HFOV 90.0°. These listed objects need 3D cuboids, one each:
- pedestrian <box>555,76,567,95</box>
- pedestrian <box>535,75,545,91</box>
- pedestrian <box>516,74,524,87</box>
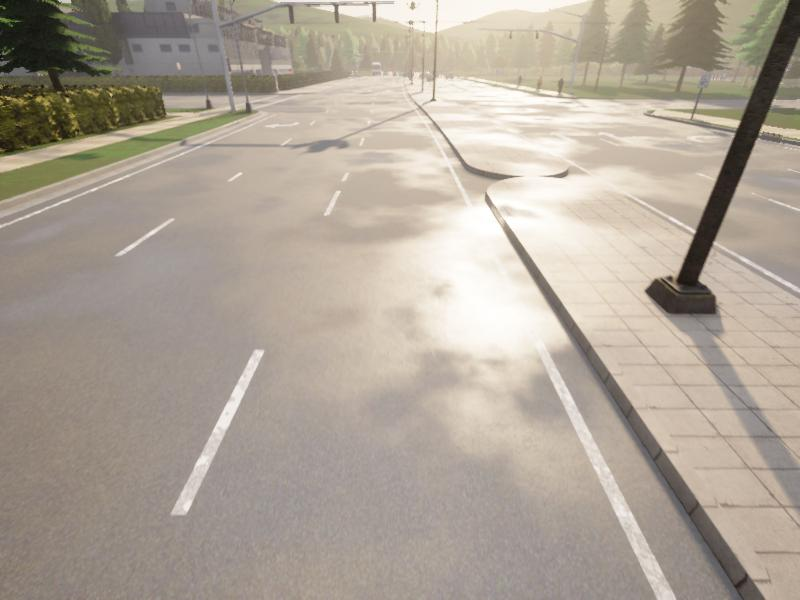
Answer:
[{"bbox_3d":[18.653,-24.851,46.395,0.751,1.860,0.751,1,30,2],"label":"pedestrian"},{"bbox_3d":[18.832,-29.248,53.926,0.751,1.860,0.751,1,30,1],"label":"pedestrian"},{"bbox_3d":[19.056,-34.854,63.526,0.751,1.860,0.751,1,30,1],"label":"pedestrian"}]
